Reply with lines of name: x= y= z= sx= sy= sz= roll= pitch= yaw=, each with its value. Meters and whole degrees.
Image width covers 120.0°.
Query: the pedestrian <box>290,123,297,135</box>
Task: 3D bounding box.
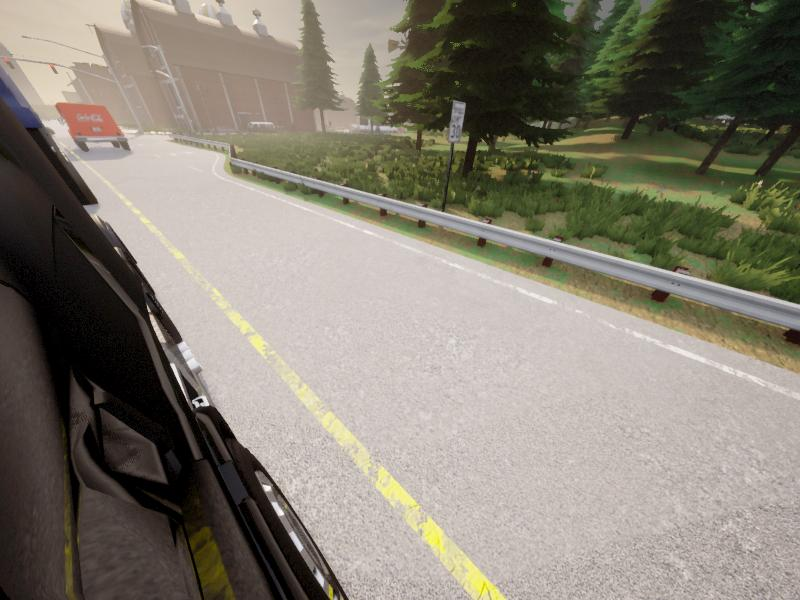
pedestrian: x=-21.602 y=-34.742 z=46.933 sx=0.751 sy=1.860 sz=0.751 roll=28 pitch=43 yaw=29

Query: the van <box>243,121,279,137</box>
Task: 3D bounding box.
van: x=-23.828 y=-29.450 z=39.864 sx=2.069 sy=2.038 sz=4.480 roll=28 pitch=43 yaw=29

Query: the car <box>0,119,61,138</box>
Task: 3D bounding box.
car: x=-38.396 y=-17.331 z=23.290 sx=1.994 sy=1.385 sz=4.181 roll=8 pitch=37 yaw=7

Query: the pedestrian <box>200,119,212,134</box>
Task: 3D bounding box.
pedestrian: x=-31.327 y=-28.036 z=37.362 sx=0.751 sy=1.860 sz=0.751 roll=-9 pitch=38 yaw=-15

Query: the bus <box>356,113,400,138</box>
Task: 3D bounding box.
bus: x=-4.819 y=-40.447 z=53.907 sx=3.944 sy=4.253 sz=10.273 roll=28 pitch=43 yaw=29

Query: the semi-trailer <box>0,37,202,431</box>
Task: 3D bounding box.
semi-trailer: x=-8.745 y=-3.574 z=4.181 sx=14.254 sy=4.402 sz=2.717 roll=28 pitch=43 yaw=29

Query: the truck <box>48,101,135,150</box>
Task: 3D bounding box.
truck: x=-22.324 y=-12.437 z=16.738 sx=5.204 sy=2.467 sz=2.627 roll=24 pitch=42 yaw=31

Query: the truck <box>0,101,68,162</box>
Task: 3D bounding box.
truck: x=-21.925 y=-9.538 z=12.955 sx=5.204 sy=2.467 sz=2.627 roll=27 pitch=43 yaw=28

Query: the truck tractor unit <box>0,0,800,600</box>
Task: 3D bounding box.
truck tractor unit: x=-2.645 y=-0.295 z=0.351 sx=6.516 sy=4.208 sz=3.053 roll=28 pitch=44 yaw=30

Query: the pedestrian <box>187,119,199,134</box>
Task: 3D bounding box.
pedestrian: x=-32.436 y=-27.226 z=36.209 sx=0.751 sy=1.860 sz=0.751 roll=-26 pitch=45 yaw=-33

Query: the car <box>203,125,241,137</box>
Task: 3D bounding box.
car: x=-27.757 y=-26.434 z=36.149 sx=1.994 sy=1.385 sz=4.181 roll=27 pitch=43 yaw=29

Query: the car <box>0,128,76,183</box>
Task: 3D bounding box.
car: x=-16.059 y=-6.229 z=9.720 sx=4.902 sy=1.511 sz=2.128 roll=27 pitch=43 yaw=29
